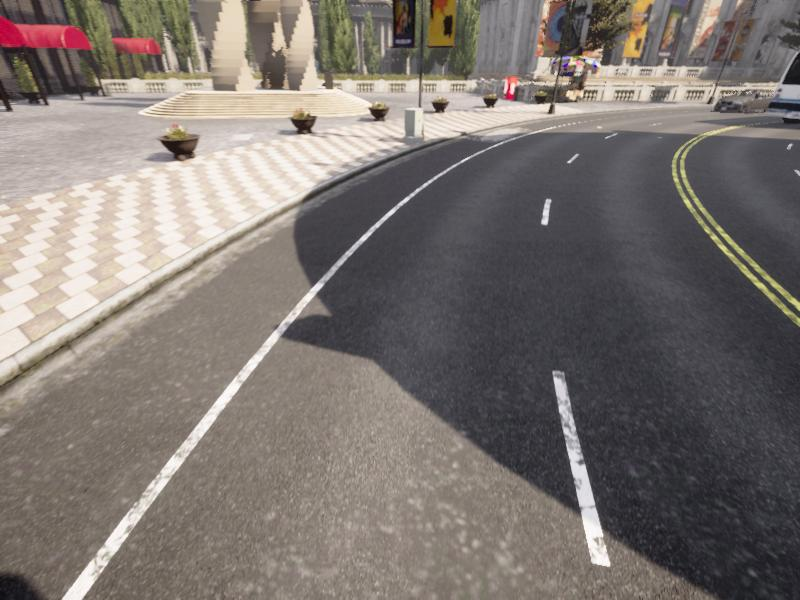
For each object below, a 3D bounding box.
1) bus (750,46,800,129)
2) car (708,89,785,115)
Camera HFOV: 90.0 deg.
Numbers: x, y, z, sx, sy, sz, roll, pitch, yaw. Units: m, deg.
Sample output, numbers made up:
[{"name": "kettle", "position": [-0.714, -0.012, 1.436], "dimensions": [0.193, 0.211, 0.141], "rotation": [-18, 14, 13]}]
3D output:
[{"name": "bus", "position": [28.090, -13.445, 25.272], "dimensions": [10.273, 4.253, 3.944], "rotation": [-14, 33, -23]}, {"name": "car", "position": [27.906, -16.042, 32.259], "dimensions": [4.611, 1.667, 2.242], "rotation": [-10, 32, -18]}]
